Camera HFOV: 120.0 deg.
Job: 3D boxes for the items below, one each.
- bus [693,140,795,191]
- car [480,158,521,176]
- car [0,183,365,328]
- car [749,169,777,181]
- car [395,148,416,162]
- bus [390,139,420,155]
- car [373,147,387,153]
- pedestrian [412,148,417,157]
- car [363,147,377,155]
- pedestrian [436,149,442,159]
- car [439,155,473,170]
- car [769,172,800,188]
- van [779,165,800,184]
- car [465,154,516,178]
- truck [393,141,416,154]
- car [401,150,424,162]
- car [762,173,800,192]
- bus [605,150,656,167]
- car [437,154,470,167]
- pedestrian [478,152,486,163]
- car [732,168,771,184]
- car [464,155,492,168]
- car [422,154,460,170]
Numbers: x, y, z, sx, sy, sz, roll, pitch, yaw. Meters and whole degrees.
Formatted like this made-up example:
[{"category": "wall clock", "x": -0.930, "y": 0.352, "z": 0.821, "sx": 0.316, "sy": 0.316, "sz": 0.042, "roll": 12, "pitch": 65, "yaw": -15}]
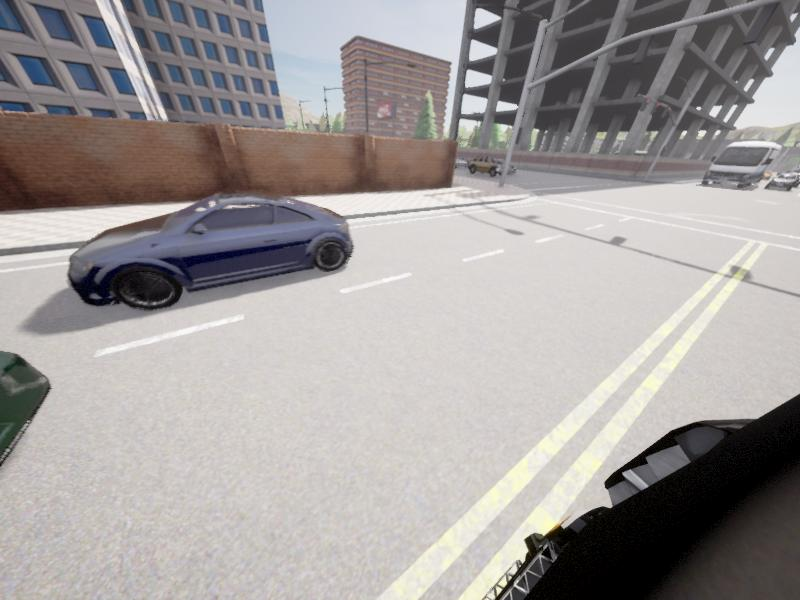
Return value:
[{"category": "bus", "x": 39.002, "y": -15.325, "z": 26.196, "sx": 10.273, "sy": 4.253, "sz": 3.944, "roll": -18, "pitch": 39, "yaw": -27}, {"category": "car", "x": 11.646, "y": -15.605, "z": 27.035, "sx": 1.970, "sy": 1.475, "sz": 3.806, "roll": -17, "pitch": 38, "yaw": -27}, {"category": "car", "x": -3.022, "y": -1.235, "z": 4.344, "sx": 4.181, "sy": 1.385, "sz": 1.994, "roll": -17, "pitch": 38, "yaw": -27}, {"category": "car", "x": 63.429, "y": -21.852, "z": 40.339, "sx": 5.366, "sy": 1.575, "sz": 1.801, "roll": -17, "pitch": 39, "yaw": -27}, {"category": "car", "x": 0.862, "y": -25.943, "z": 41.412, "sx": 1.905, "sy": 1.878, "sz": 3.866, "roll": -17, "pitch": 38, "yaw": -27}, {"category": "bus", "x": 1.751, "y": -56.283, "z": 85.071, "sx": 10.273, "sy": 4.253, "sz": 3.944, "roll": -17, "pitch": 38, "yaw": -27}, {"category": "car", "x": -7.888, "y": -58.960, "z": 90.830, "sx": 5.008, "sy": 1.535, "sz": 1.882, "roll": -17, "pitch": 38, "yaw": -27}, {"category": "pedestrian", "x": 3.660, "y": -37.773, "z": 59.169, "sx": 0.751, "sy": 1.860, "sz": 0.751, "roll": -10, "pitch": 36, "yaw": -19}, {"category": "car", "x": -8.535, "y": -42.086, "z": 65.346, "sx": 2.242, "sy": 1.667, "sz": 4.611, "roll": -17, "pitch": 38, "yaw": -27}, {"category": "pedestrian", "x": 9.155, "y": -34.173, "z": 54.166, "sx": 0.751, "sy": 1.860, "sz": 0.751, "roll": -19, "pitch": 39, "yaw": -29}, {"category": "car", "x": 7.721, "y": -19.278, "z": 32.299, "sx": 1.812, "sy": 1.442, "sz": 4.674, "roll": -17, "pitch": 38, "yaw": -27}, {"category": "car", "x": 50.574, "y": -15.568, "z": 29.942, "sx": 4.902, "sy": 1.511, "sz": 2.128, "roll": -17, "pitch": 38, "yaw": -27}, {"category": "van", "x": 65.232, "y": -20.477, "z": 37.641, "sx": 6.366, "sy": 2.431, "sz": 2.351, "roll": -17, "pitch": 38, "yaw": -27}, {"category": "car", "x": 9.393, "y": -14.217, "z": 24.406, "sx": 1.932, "sy": 1.855, "sz": 4.605, "roll": -16, "pitch": 38, "yaw": -26}, {"category": "truck", "x": 1.703, "y": -58.284, "z": 88.471, "sx": 8.468, "sy": 3.827, "sz": 2.891, "roll": -17, "pitch": 38, "yaw": -27}, {"category": "car", "x": 2.381, "y": -28.112, "z": 45.040, "sx": 2.033, "sy": 1.649, "sz": 4.856, "roll": -17, "pitch": 38, "yaw": -27}, {"category": "car", "x": 41.763, "y": -12.868, "z": 25.156, "sx": 3.705, "sy": 1.549, "sz": 1.789, "roll": -17, "pitch": 38, "yaw": -27}, {"category": "bus", "x": 75.132, "y": -46.362, "z": 75.661, "sx": 3.944, "sy": 4.253, "sz": 10.273, "roll": -17, "pitch": 39, "yaw": -28}, {"category": "car", "x": 8.472, "y": -22.325, "z": 36.885, "sx": 2.128, "sy": 1.511, "sz": 4.902, "roll": -17, "pitch": 38, "yaw": -27}, {"category": "pedestrian", "x": 15.851, "y": -27.647, "z": 44.844, "sx": 0.751, "sy": 1.860, "sz": 0.751, "roll": -17, "pitch": 38, "yaw": -27}, {"category": "car", "x": 51.162, "y": -18.100, "z": 33.656, "sx": 4.611, "sy": 1.667, "sz": 2.242, "roll": -17, "pitch": 39, "yaw": -27}, {"category": "car", "x": 12.478, "y": -22.277, "z": 37.087, "sx": 1.789, "sy": 1.549, "sz": 3.705, "roll": -17, "pitch": 38, "yaw": -27}, {"category": "car", "x": 5.187, "y": -17.968, "z": 30.096, "sx": 2.163, "sy": 1.488, "sz": 4.792, "roll": -17, "pitch": 38, "yaw": -27}]
